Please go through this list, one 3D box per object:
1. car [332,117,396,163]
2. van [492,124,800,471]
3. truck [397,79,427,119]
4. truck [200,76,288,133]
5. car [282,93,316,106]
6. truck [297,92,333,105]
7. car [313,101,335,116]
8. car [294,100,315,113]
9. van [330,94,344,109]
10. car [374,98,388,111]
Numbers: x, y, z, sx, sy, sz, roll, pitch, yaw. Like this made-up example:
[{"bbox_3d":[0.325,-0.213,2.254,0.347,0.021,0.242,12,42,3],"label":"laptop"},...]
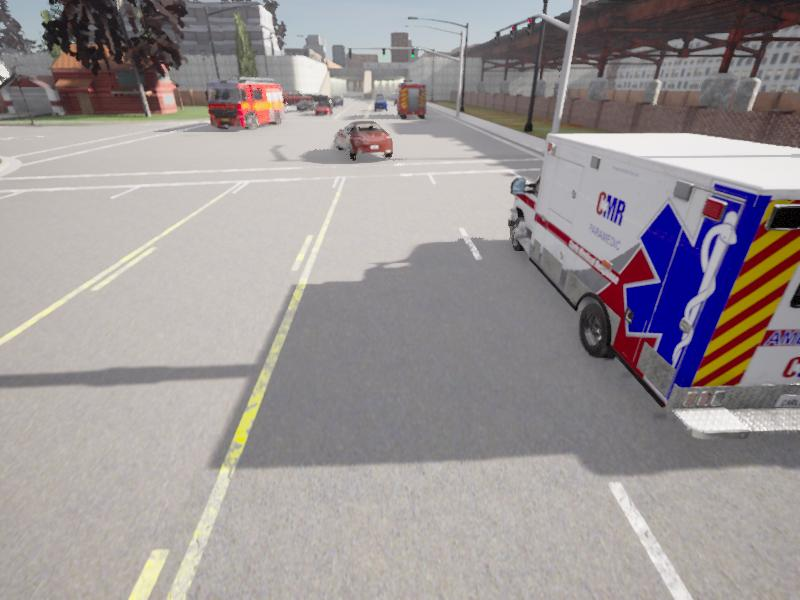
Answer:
[{"bbox_3d":[-1.971,-8.400,20.749,2.152,1.651,5.027,-8,29,-16],"label":"car"},{"bbox_3d":[3.447,-1.041,5.882,2.351,2.431,6.366,-1,27,-2],"label":"van"},{"bbox_3d":[1.270,-23.724,47.078,2.891,3.827,8.468,-1,28,-2],"label":"truck"},{"bbox_3d":[-12.867,-16.819,34.174,2.891,3.827,8.468,5,28,7],"label":"truck"},{"bbox_3d":[-18.681,-37.272,74.223,5.566,2.045,2.150,0,28,-2],"label":"car"},{"bbox_3d":[-16.454,-38.995,77.383,6.274,2.098,2.390,3,28,5],"label":"truck"},{"bbox_3d":[-9.342,-23.659,49.384,2.007,1.525,4.514,-1,28,-2],"label":"car"},{"bbox_3d":[-13.169,-26.908,55.480,1.837,1.490,4.892,-1,28,-2],"label":"car"},{"bbox_3d":[-10.185,-32.458,65.309,1.775,1.987,4.442,-1,28,-2],"label":"van"},{"bbox_3d":[-2.842,-28.803,58.973,1.882,1.535,5.008,-1,28,-2],"label":"car"}]
